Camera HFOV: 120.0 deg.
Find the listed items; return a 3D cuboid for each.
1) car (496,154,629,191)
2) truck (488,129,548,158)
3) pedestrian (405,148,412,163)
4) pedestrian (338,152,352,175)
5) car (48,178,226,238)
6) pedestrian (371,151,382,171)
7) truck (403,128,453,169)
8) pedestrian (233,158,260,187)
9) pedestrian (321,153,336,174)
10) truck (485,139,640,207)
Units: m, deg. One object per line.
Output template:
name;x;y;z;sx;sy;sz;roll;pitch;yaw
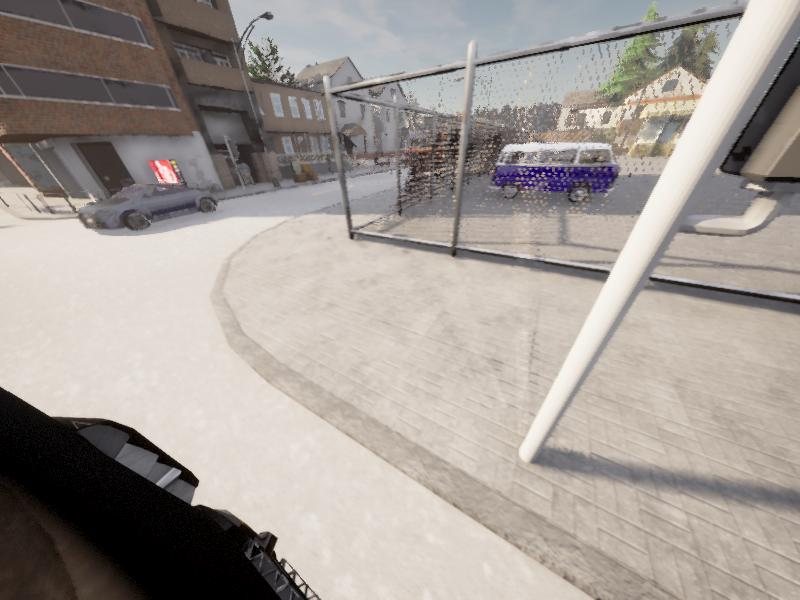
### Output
car;8.359;-6.965;12.509;5.357;1.415;2.033;16;38;26
truck;20.024;-26.783;39.606;8.468;3.827;2.891;-8;34;-9
pedestrian;1.317;-22.763;36.398;0.751;1.860;0.751;16;38;25
pedestrian;-5.418;-13.485;22.834;0.751;1.860;0.751;-26;40;-31
car;-9.983;-3.917;9.358;1.994;1.385;4.181;9;35;17
pedestrian;-2.555;-15.102;25.079;0.751;1.860;0.751;-24;39;-29
truck;3.792;-19.347;29.504;2.891;3.827;8.468;16;38;26
pedestrian;-11.292;-9.400;17.054;0.751;1.860;0.751;12;36;22
pedestrian;-7.374;-14.111;23.921;0.751;1.860;0.751;16;38;25
truck;6.221;-5.312;9.593;4.478;2.038;2.069;16;38;26
